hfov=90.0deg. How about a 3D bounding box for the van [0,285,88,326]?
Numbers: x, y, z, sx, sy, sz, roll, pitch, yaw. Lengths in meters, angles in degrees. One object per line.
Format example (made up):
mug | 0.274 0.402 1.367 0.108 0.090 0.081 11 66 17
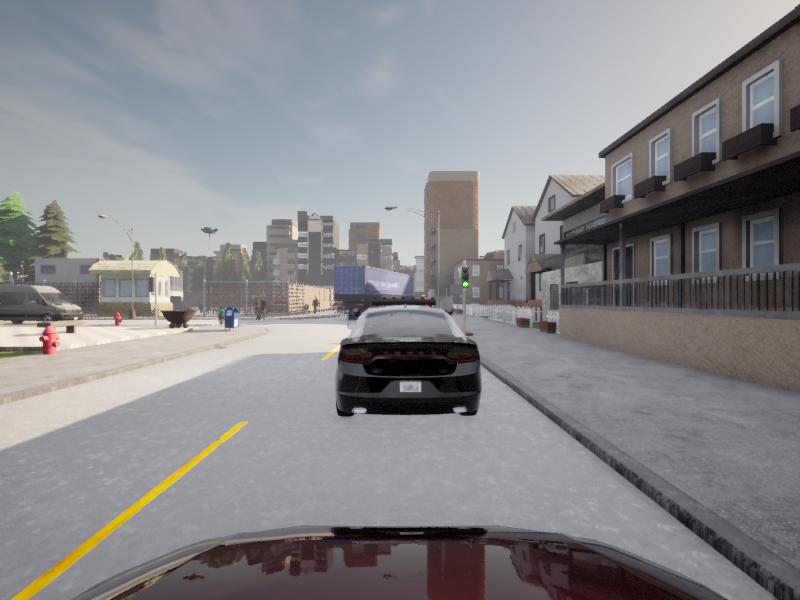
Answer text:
van | -24.059 0.322 26.099 5.915 2.561 1.988 0 0 1

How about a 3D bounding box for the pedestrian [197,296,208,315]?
pedestrian | -18.976 0.536 38.486 0.751 1.860 0.751 0 0 -13

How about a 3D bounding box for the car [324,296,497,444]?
car | 0.062 0.771 7.068 1.930 1.638 5.238 0 0 -1

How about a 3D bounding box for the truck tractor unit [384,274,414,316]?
truck tractor unit | -0.076 -0.520 44.103 3.053 4.208 6.516 0 0 0

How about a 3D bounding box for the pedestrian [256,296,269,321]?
pedestrian | -10.589 0.637 30.751 0.751 1.860 0.751 0 0 -1

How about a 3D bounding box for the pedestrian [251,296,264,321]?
pedestrian | -10.620 0.637 29.825 0.751 1.860 0.751 0 0 1

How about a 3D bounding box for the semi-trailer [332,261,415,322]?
semi-trailer | -1.777 -0.623 36.434 2.717 4.402 14.254 1 0 16

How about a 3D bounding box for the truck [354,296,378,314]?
truck | -4.111 0.542 49.206 2.390 2.098 6.274 0 0 0

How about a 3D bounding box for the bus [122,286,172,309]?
bus | -49.800 -0.533 79.287 3.944 4.253 10.273 0 0 -3

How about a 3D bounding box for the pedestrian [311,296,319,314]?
pedestrian | -9.009 0.534 42.432 0.751 1.860 0.751 0 0 -9

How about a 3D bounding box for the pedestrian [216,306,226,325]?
pedestrian | -10.567 0.909 23.615 0.500 1.100 0.500 0 0 -29
